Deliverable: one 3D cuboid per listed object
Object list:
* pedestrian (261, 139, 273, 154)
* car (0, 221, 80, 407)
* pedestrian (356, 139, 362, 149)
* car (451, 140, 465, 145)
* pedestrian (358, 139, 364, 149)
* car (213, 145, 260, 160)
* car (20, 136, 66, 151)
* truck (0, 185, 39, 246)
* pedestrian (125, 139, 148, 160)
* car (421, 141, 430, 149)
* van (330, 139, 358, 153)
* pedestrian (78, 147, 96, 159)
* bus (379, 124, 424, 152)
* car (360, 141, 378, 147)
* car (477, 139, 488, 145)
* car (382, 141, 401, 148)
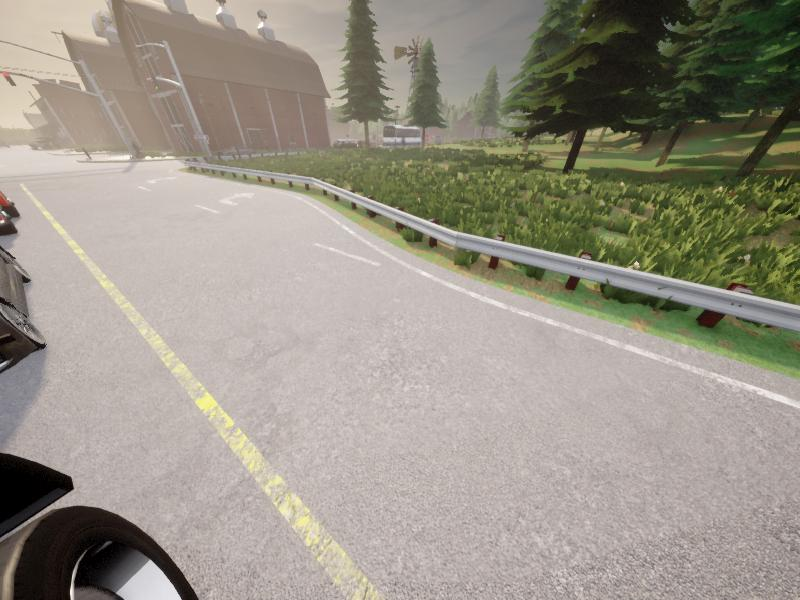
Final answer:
[{"bbox_3d":[-20.213,-23.363,35.089,0.751,1.860,0.751,23,41,29],"label":"pedestrian"},{"bbox_3d":[-6.373,-0.094,2.712,4.902,1.511,2.128,22,41,28],"label":"car"},{"bbox_3d":[-8.669,-33.315,49.308,0.751,1.860,0.751,25,42,30],"label":"pedestrian"},{"bbox_3d":[22.821,-62.001,90.867,5.008,1.535,1.882,22,41,28],"label":"car"},{"bbox_3d":[-8.281,-32.969,48.819,0.751,1.860,0.751,16,38,20],"label":"pedestrian"},{"bbox_3d":[-20.548,-18.655,29.132,1.994,1.385,4.181,22,41,28],"label":"car"},{"bbox_3d":[-65.226,-28.690,42.297,3.866,1.878,1.905,-6,41,-6],"label":"car"},{"bbox_3d":[-12.586,-2.885,5.778,5.204,2.467,2.627,22,40,27],"label":"truck"},{"bbox_3d":[-28.747,-16.472,25.238,0.751,1.860,0.751,18,39,23],"label":"pedestrian"},{"bbox_3d":[6.244,-37.673,56.164,1.845,1.501,3.633,6,36,8],"label":"car"},{"bbox_3d":[-9.865,-27.665,41.433,2.069,2.038,4.480,22,40,28],"label":"van"},{"bbox_3d":[-33.739,-15.817,24.887,0.500,1.100,0.500,1,35,1],"label":"pedestrian"},{"bbox_3d":[0.590,-33.737,48.202,3.944,4.253,10.273,22,41,28],"label":"bus"},{"bbox_3d":[-8.930,-44.679,66.097,4.902,1.511,2.128,21,40,27],"label":"car"},{"bbox_3d":[30.945,-59.296,86.792,1.905,1.878,3.866,-5,36,-8],"label":"car"},{"bbox_3d":[-2.242,-42.077,62.436,4.792,1.488,2.163,21,40,27],"label":"car"}]
